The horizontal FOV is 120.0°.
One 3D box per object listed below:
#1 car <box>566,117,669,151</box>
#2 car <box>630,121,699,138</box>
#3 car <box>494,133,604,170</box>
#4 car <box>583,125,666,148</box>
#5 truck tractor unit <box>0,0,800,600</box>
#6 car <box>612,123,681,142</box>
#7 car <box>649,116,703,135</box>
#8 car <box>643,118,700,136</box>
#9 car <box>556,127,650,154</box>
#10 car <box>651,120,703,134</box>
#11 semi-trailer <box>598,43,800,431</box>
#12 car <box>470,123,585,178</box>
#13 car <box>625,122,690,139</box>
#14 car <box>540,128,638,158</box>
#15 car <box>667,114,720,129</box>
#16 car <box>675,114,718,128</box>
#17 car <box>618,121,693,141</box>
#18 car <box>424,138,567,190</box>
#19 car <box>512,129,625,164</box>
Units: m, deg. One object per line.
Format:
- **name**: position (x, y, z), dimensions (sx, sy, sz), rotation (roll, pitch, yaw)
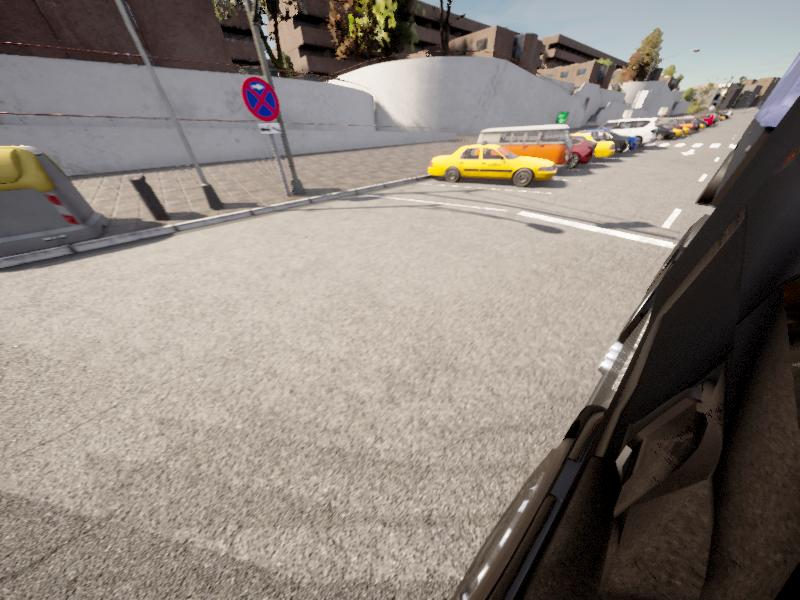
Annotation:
- **car**: position (17.397, -13.625, 19.057), dimensions (5.566, 2.045, 2.435), rotation (17, 41, 25)
- **car**: position (33.568, -21.814, 29.582), dimensions (5.366, 1.575, 1.946), rotation (17, 40, 25)
- **car**: position (8.286, -8.536, 13.274), dimensions (4.792, 1.488, 2.163), rotation (17, 41, 25)
- **car**: position (19.714, -14.634, 20.697), dimensions (4.892, 1.521, 2.231), rotation (17, 40, 25)
- **truck tractor unit**: position (2.645, -0.295, 0.351), dimensions (6.516, 4.208, 3.053), rotation (-28, 44, -30)
- **car**: position (26.563, -18.218, 25.188), dimensions (4.674, 1.452, 2.002), rotation (17, 41, 25)
- **car**: position (40.353, -25.633, 33.975), dimensions (4.442, 1.987, 1.878), rotation (17, 40, 25)
- **car**: position (37.991, -24.361, 32.567), dimensions (4.553, 1.767, 2.185), rotation (17, 41, 25)
- **car**: position (15.153, -12.208, 17.713), dimensions (5.008, 1.535, 2.097), rotation (17, 41, 25)
- **car**: position (42.541, -26.656, 35.662), dimensions (4.674, 1.452, 2.002), rotation (17, 41, 25)
- **semi-trailer**: position (8.697, -3.601, 4.237), dimensions (14.254, 4.402, 2.717), rotation (-28, 44, -30)
- **car**: position (6.124, -7.488, 11.579), dimensions (4.442, 1.987, 1.878), rotation (17, 41, 25)
- **car**: position (31.098, -20.641, 28.190), dimensions (4.792, 1.488, 2.163), rotation (17, 41, 25)
- **car**: position (12.878, -10.984, 16.216), dimensions (4.892, 1.521, 2.231), rotation (17, 41, 25)
- **car**: position (56.193, -34.252, 44.395), dimensions (5.566, 2.045, 2.435), rotation (17, 41, 25)
- **car**: position (58.608, -35.434, 45.828), dimensions (4.442, 1.987, 1.878), rotation (17, 41, 25)
- **car**: position (29.003, -19.411, 26.585), dimensions (5.366, 1.575, 1.946), rotation (17, 40, 25)
- **car**: position (3.911, -6.073, 10.197), dimensions (5.366, 1.575, 1.946), rotation (17, 41, 25)
- **car**: position (10.431, -9.823, 14.808), dimensions (5.366, 1.575, 1.946), rotation (17, 41, 25)
